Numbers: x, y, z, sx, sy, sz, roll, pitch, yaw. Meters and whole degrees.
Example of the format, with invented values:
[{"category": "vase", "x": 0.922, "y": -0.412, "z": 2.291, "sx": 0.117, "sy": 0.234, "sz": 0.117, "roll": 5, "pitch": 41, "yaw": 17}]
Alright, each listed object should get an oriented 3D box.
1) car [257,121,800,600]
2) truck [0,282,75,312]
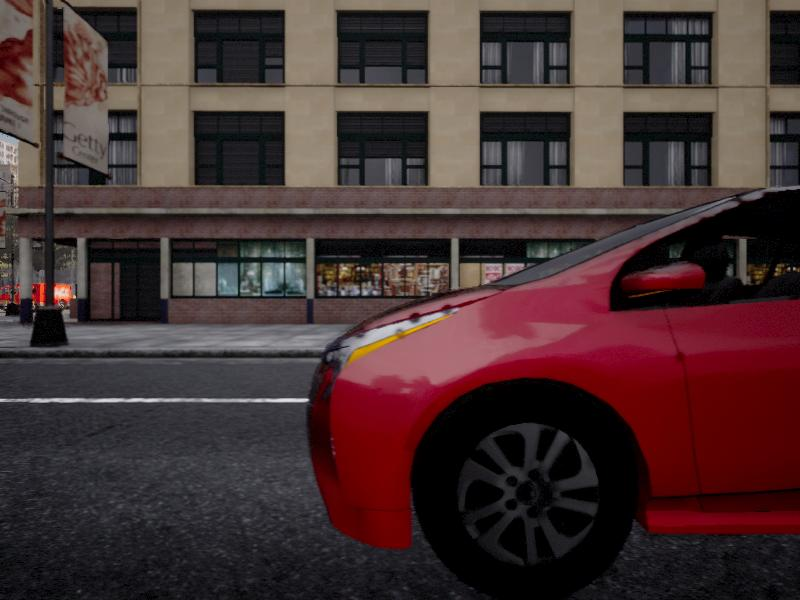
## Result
[{"category": "car", "x": 1.827, "y": 0.229, "z": 2.205, "sx": 4.514, "sy": 1.525, "sz": 2.007, "roll": 0, "pitch": 0, "yaw": 0}, {"category": "truck", "x": -31.765, "y": -0.245, "z": 34.930, "sx": 2.627, "sy": 2.467, "sz": 5.204, "roll": 0, "pitch": 0, "yaw": 0}]
